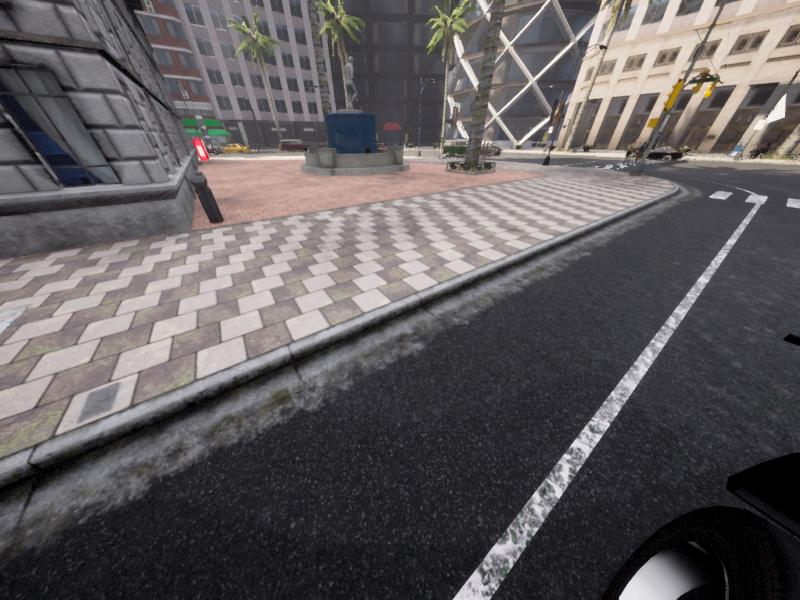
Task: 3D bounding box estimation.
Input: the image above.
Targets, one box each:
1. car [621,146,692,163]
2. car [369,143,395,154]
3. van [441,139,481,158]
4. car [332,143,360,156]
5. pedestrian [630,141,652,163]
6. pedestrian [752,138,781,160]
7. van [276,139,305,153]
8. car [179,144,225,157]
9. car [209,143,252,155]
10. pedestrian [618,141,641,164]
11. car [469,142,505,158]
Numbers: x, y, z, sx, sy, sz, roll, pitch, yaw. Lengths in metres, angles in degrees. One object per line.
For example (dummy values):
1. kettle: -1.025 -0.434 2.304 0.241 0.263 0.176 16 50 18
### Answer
1. car: 27.612 -15.825 25.066 1.895 1.301 4.718 -22 41 -28
2. car: -2.974 -24.901 38.005 3.806 1.475 1.970 6 36 9
3. van: 8.003 -20.049 30.600 4.442 1.987 1.775 22 41 29
4. car: -8.301 -23.348 35.793 3.633 1.501 1.845 1 35 2
5. pedestrian: 23.922 -14.703 22.966 0.751 1.860 0.751 21 40 27
6. pedestrian: 38.500 -15.913 24.318 0.751 1.860 0.751 -29 44 -35
7. van: -20.261 -28.629 42.969 4.442 1.987 1.775 -15 38 -19
8. car: -29.893 -22.774 35.144 4.902 1.511 2.128 -17 38 -22
9. car: -28.320 -25.456 38.878 5.366 1.575 1.801 -12 37 -17
10. pedestrian: 22.495 -14.472 22.647 0.751 1.860 0.751 -22 40 -27
11. car: 11.916 -20.660 31.768 3.988 1.617 1.851 26 43 32
